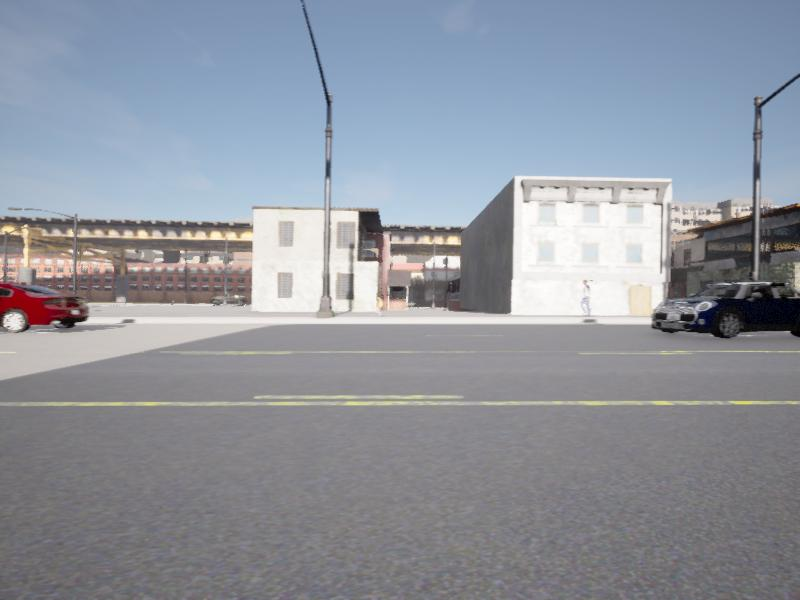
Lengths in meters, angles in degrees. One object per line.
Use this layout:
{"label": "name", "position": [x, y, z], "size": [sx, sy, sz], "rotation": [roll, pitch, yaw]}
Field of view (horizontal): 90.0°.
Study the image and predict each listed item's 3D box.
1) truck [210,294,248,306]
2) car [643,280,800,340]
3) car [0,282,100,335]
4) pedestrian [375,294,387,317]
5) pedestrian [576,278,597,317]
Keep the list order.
{"label": "truck", "position": [-30.545, 0.002, 71.729], "size": [6.274, 2.098, 2.390], "rotation": [1, 0, -21]}
{"label": "car", "position": [9.174, 0.255, 11.091], "size": [3.806, 1.475, 1.970], "rotation": [0, 0, -11]}
{"label": "car", "position": [-12.652, 0.225, 12.563], "size": [5.008, 1.535, 1.882], "rotation": [0, 0, 0]}
{"label": "pedestrian", "position": [-0.952, 0.267, 19.774], "size": [0.500, 1.100, 0.500], "rotation": [1, 0, -9]}
{"label": "pedestrian", "position": [9.106, -0.112, 19.514], "size": [0.751, 1.860, 0.751], "rotation": [1, 0, 12]}
